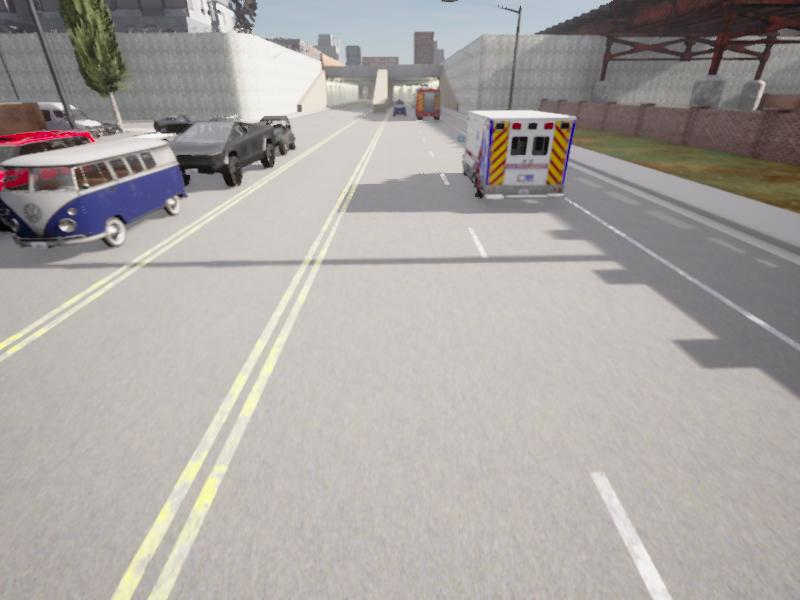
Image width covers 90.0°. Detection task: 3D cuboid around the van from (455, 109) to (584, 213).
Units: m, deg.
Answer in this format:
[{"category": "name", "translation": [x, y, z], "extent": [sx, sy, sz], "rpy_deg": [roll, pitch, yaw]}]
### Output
[{"category": "van", "translation": [3.486, -5.009, 13.530], "extent": [2.351, 2.431, 6.366], "rpy_deg": [0, 27, 0]}]

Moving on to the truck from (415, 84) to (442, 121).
[{"category": "truck", "translation": [3.463, -25.230, 50.983], "extent": [2.891, 3.827, 8.468], "rpy_deg": [0, 27, 0]}]

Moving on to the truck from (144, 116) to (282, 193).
[{"category": "truck", "translation": [-6.923, -6.035, 15.996], "extent": [2.390, 2.098, 6.274], "rpy_deg": [0, 27, 1]}]

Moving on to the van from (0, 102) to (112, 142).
[{"category": "van", "translation": [-25.218, -13.122, 29.410], "extent": [5.915, 2.561, 1.988], "rpy_deg": [-1, 27, 0]}]

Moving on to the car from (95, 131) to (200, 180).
[{"category": "car", "translation": [-10.562, -6.261, 17.154], "extent": [1.970, 1.475, 3.806], "rpy_deg": [-1, 27, 0]}]

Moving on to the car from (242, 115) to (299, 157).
[{"category": "car", "translation": [-7.128, -9.330, 22.574], "extent": [1.905, 1.878, 3.866], "rpy_deg": [-1, 27, -1]}]

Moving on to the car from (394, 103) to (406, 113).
[{"category": "car", "translation": [-0.043, -33.114, 68.844], "extent": [2.033, 1.411, 5.357], "rpy_deg": [0, 27, 0]}]

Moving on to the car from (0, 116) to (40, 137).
[{"category": "car", "translation": [-32.959, -14.196, 32.712], "extent": [4.892, 1.490, 1.837], "rpy_deg": [-1, 27, 0]}]

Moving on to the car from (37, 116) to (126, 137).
[{"category": "car", "translation": [-25.935, -14.221, 32.780], "extent": [5.357, 1.411, 2.033], "rpy_deg": [0, 27, 0]}]

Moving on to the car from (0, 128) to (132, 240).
[{"category": "car", "translation": [-10.468, -3.409, 11.037], "extent": [2.150, 2.045, 5.566], "rpy_deg": [0, 27, 0]}]

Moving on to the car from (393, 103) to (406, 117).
[{"category": "car", "translation": [-0.038, -27.654, 58.182], "extent": [1.882, 1.535, 5.008], "rpy_deg": [0, 28, 0]}]

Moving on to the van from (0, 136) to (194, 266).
[{"category": "van", "translation": [-7.010, -2.587, 9.476], "extent": [1.775, 1.987, 4.442], "rpy_deg": [0, 27, 0]}]

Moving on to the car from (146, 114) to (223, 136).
[{"category": "car", "translation": [-17.546, -14.344, 32.783], "extent": [4.902, 1.511, 2.128], "rpy_deg": [0, 27, 0]}]

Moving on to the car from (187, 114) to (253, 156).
[{"category": "car", "translation": [-10.406, -9.822, 23.574], "extent": [1.932, 1.855, 4.605], "rpy_deg": [-2, 28, -3]}]
